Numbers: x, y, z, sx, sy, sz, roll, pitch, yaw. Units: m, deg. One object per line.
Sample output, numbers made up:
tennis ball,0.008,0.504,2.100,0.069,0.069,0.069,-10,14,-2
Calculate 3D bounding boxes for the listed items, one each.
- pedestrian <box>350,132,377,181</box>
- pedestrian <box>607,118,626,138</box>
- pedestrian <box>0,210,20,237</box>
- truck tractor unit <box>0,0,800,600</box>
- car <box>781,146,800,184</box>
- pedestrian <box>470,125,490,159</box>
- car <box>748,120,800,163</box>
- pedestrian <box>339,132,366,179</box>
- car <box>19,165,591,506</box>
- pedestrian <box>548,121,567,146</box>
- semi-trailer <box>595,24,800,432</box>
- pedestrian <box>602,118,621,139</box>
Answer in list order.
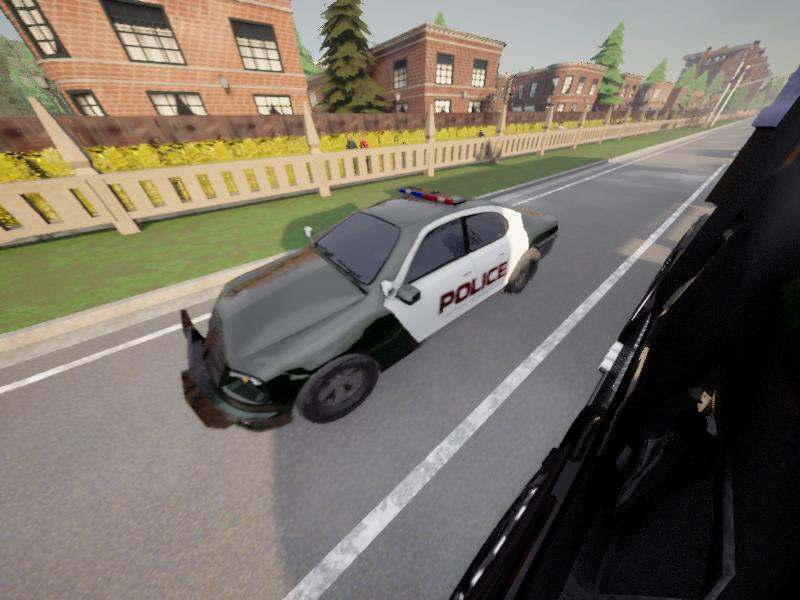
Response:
pedestrian,-1.666,-6.680,10.807,0.751,1.860,0.751,-27,43,-29
pedestrian,26.419,-20.987,28.187,0.751,1.860,0.751,-20,40,-22
pedestrian,-11.327,-2.520,5.846,0.751,1.860,0.751,-28,44,-29
truck tractor unit,2.645,-0.295,0.351,6.516,4.208,3.053,-28,44,-30
car,16.641,-5.347,8.642,4.181,1.385,1.994,-27,40,-29
pedestrian,5.476,-10.853,15.936,0.751,1.860,0.751,-27,43,-29
car,21.645,-8.754,12.654,5.027,1.651,2.152,-27,43,-29
pedestrian,-2.342,-7.210,11.555,0.751,1.860,0.751,-27,43,-28
car,0.061,-0.540,3.084,4.974,1.542,2.038,-27,43,-28
pedestrian,14.952,-15.812,21.977,0.751,1.860,0.751,-27,43,-29
semi-trailer,8.864,-3.482,4.065,14.254,4.402,2.717,-26,43,-28
pedestrian,24.209,-19.583,26.449,0.751,1.860,0.751,-26,43,-28
